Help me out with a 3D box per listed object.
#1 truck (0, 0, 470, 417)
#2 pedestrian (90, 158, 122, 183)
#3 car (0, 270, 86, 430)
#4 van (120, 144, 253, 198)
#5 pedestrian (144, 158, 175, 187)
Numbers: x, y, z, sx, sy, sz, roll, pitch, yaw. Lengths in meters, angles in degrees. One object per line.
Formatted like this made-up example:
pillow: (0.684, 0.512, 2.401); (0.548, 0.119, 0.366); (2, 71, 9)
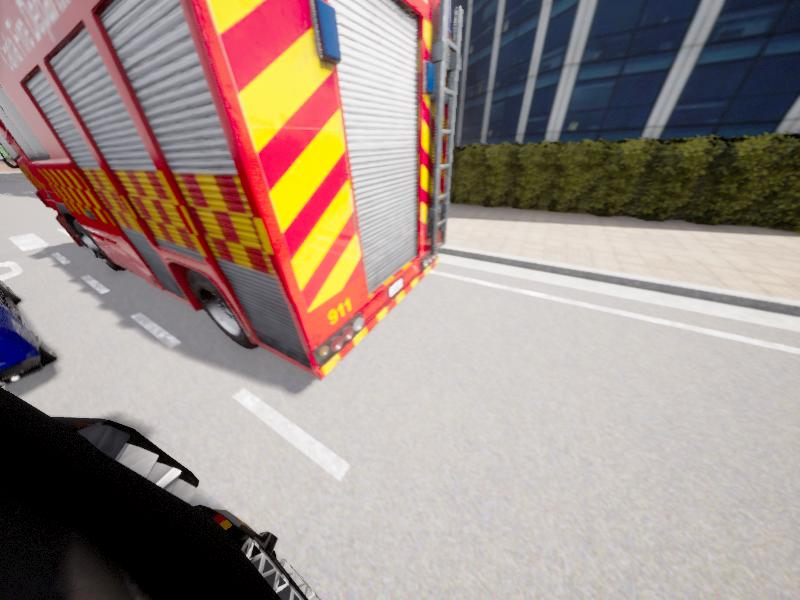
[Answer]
truck: (-3.609, -2.254, 3.995); (8.468, 3.827, 2.891); (16, 38, 26)
pedestrian: (-26.451, -11.654, 20.851); (0.751, 1.860, 0.751); (-2, 34, 0)
car: (-6.112, 0.306, 2.611); (4.718, 1.301, 1.895); (16, 38, 26)
van: (-13.333, -8.702, 15.430); (2.351, 2.431, 6.366); (-3, 32, 5)
pedestrian: (-18.290, -9.684, 17.616); (0.751, 1.860, 0.751); (19, 39, 29)
